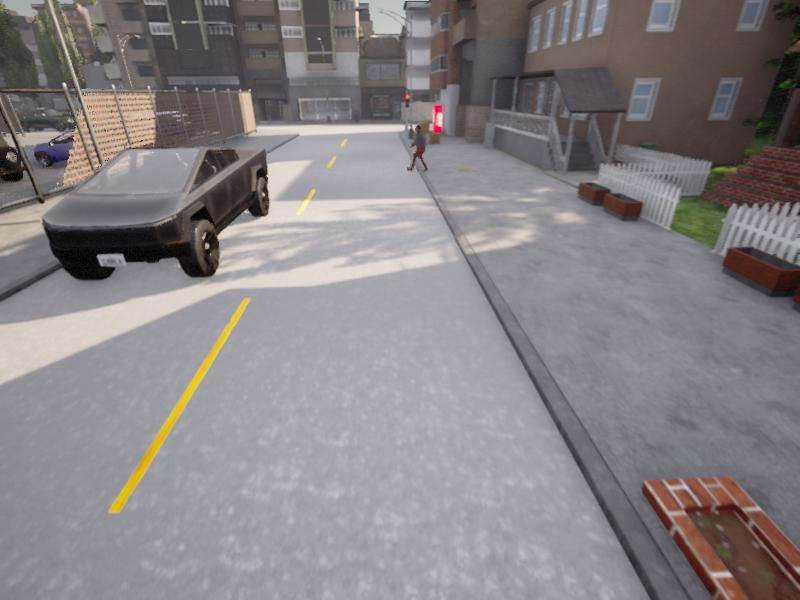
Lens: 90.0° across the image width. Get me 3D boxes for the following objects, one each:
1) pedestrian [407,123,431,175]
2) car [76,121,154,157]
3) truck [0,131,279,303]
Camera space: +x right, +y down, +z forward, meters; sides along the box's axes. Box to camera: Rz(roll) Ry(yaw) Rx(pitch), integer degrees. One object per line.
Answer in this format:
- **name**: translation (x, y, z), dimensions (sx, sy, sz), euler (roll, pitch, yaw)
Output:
- **pedestrian**: translation (0.738, -6.072, 16.072), dimensions (0.751, 1.860, 0.751), euler (-6, 28, -11)
- **car**: translation (-16.213, -9.332, 23.065), dimensions (1.789, 1.547, 3.705), euler (-2, 27, -3)
- **truck**: translation (-4.742, -2.364, 8.953), dimensions (2.390, 2.098, 6.274), euler (-2, 27, -2)
